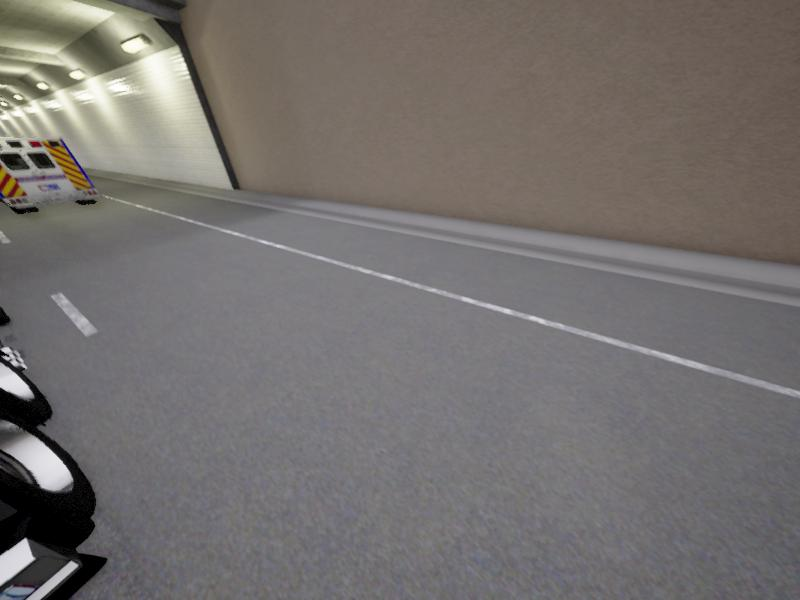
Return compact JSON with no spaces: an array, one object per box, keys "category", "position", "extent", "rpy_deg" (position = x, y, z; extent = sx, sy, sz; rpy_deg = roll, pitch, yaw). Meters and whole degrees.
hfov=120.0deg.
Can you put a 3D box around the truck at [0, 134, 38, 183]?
[{"category":"truck","position":[-30.680,-10.764,16.423],"extent":[8.468,3.827,2.891],"rpy_deg":[18,39,25]}]

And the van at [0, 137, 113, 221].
[{"category":"van","position":[-15.565,-5.273,9.610],"extent":[6.366,2.431,2.351],"rpy_deg":[18,39,24]}]

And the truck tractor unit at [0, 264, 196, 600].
[{"category":"truck tractor unit","position":[-5.112,-0.298,0.789],"extent":[6.516,4.208,3.053],"rpy_deg":[18,39,24]}]
